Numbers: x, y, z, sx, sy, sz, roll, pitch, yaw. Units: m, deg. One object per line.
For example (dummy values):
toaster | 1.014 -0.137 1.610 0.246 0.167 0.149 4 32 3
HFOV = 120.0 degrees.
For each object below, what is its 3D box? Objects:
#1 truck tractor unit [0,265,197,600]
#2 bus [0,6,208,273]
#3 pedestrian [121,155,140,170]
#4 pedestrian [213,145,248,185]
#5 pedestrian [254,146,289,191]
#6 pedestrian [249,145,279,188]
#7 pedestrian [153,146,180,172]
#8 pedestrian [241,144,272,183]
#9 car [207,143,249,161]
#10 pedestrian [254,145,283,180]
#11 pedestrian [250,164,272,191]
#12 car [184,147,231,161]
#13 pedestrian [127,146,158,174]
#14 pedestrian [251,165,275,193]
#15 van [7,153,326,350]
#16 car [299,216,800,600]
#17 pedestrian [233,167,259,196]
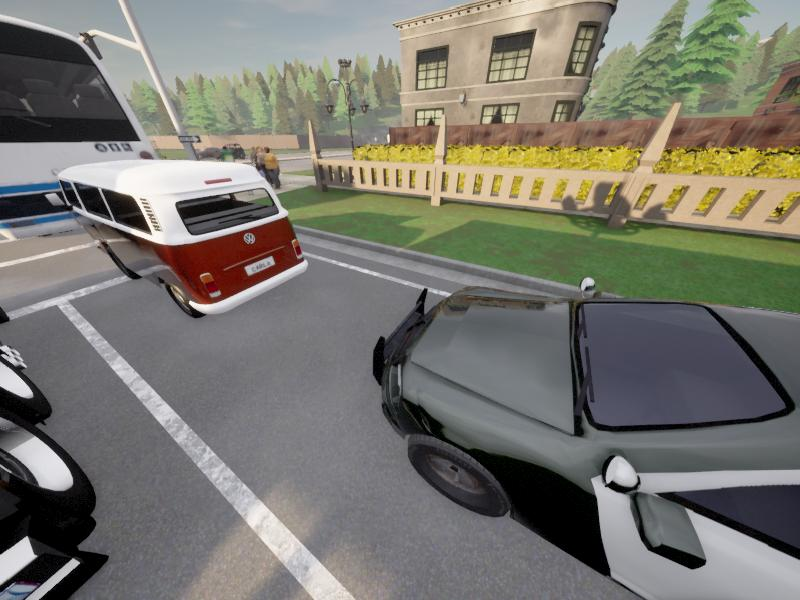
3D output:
truck tractor unit | -5.112 -0.299 0.777 6.516 4.208 3.053 18 39 24
bus | -11.480 -4.952 7.472 10.273 4.253 3.944 23 41 30
pedestrian | -23.632 -12.084 20.242 0.500 1.100 0.500 9 36 14
pedestrian | -9.465 -7.601 12.979 0.751 1.860 0.751 18 39 24
pedestrian | -6.329 -6.545 11.498 0.751 1.860 0.751 9 36 14
pedestrian | -6.967 -6.880 11.944 0.751 1.860 0.751 -12 37 -16
pedestrian | -19.956 -12.049 19.765 0.751 1.860 0.751 18 39 25
pedestrian | -8.243 -7.864 13.340 0.751 1.860 0.751 24 42 31
car | -23.769 -20.660 32.167 1.905 1.878 3.866 18 39 25
pedestrian | -8.196 -8.590 14.447 0.751 1.860 0.751 12 37 17
pedestrian | -6.995 -6.186 11.653 0.500 1.100 0.500 21 40 27
car | -27.335 -20.946 32.995 1.812 1.442 4.674 18 39 25
pedestrian | -20.877 -11.358 18.781 0.751 1.860 0.751 11 37 16
pedestrian | -6.578 -5.829 11.137 0.500 1.100 0.500 18 39 25
van | -3.918 -1.327 4.143 4.480 2.038 2.069 18 39 24
car | 2.106 0.843 1.430 4.974 1.542 2.038 18 39 24
pedestrian | -6.968 -5.379 10.494 0.500 1.100 0.500 -5 35 -7
